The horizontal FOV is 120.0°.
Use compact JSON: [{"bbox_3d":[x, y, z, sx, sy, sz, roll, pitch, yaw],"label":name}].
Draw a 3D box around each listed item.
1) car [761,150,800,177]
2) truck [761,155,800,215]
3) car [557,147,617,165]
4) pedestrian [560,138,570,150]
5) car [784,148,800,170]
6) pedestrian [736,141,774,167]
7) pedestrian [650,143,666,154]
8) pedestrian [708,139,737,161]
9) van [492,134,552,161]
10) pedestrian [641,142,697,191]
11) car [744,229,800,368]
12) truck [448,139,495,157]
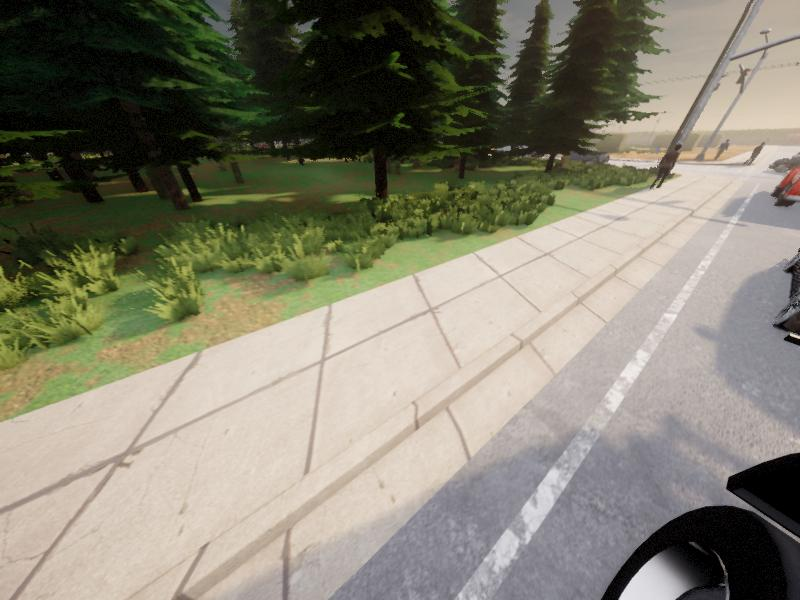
[{"bbox_3d":[28.213,-8.820,15.083,2.033,1.411,5.357,7,36,10],"label":"car"},{"bbox_3d":[16.363,-4.660,8.274,5.204,2.467,2.627,-23,41,-28],"label":"truck"},{"bbox_3d":[19.060,-14.887,23.799,1.994,1.385,4.181,-22,41,-28],"label":"car"},{"bbox_3d":[32.457,-30.776,45.491,0.751,1.860,0.751,-25,42,-31],"label":"pedestrian"},{"bbox_3d":[34.186,-11.705,19.140,4.181,1.385,1.994,-23,41,-29],"label":"car"},{"bbox_3d":[30.864,-12.701,20.121,0.751,1.860,0.751,4,35,6],"label":"pedestrian"},{"bbox_3d":[36.116,-21.197,32.358,0.751,1.300,0.751,-11,37,-15],"label":"pedestrian"},{"bbox_3d":[32.398,-15.106,23.251,0.751,1.860,0.751,22,41,28],"label":"pedestrian"},{"bbox_3d":[14.777,-18.886,28.491,1.988,2.561,5.915,-22,40,-28],"label":"van"},{"bbox_3d":[12.146,-6.048,10.511,0.751,1.860,0.751,-17,38,-22],"label":"pedestrian"},{"bbox_3d":[7.128,-0.312,3.007,4.902,1.511,2.128,-22,41,-28],"label":"car"},{"bbox_3d":[10.290,-22.422,33.921,2.390,2.098,6.274,-22,41,-28],"label":"truck"}]
